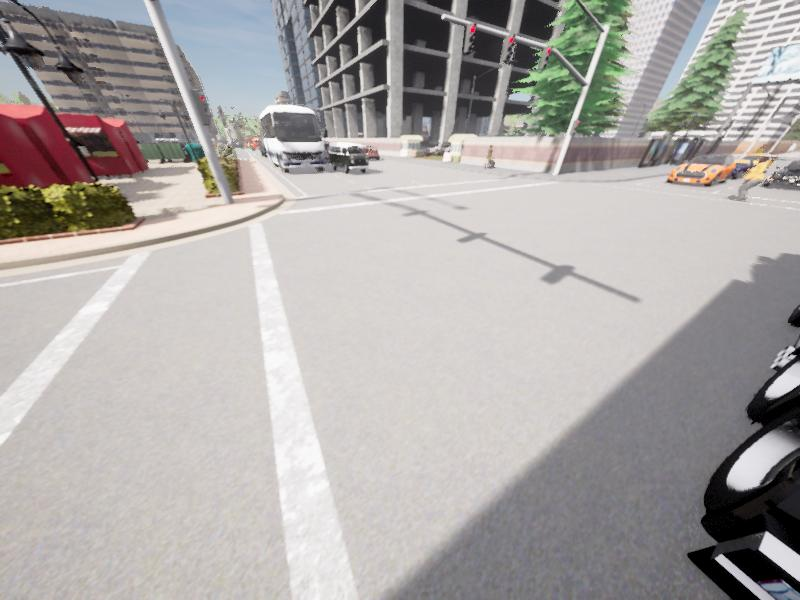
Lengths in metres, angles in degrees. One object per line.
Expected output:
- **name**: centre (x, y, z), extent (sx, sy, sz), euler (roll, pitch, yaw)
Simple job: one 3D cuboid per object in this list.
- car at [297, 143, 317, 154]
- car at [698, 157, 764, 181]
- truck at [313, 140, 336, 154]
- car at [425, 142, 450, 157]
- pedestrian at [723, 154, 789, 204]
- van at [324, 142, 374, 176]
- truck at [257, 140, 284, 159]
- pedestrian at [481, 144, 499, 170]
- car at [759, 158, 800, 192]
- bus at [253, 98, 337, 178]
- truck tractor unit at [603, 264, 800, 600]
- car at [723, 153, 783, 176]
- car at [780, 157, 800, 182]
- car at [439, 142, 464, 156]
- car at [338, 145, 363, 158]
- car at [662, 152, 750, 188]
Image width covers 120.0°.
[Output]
- **car**: centre (-17.434, -28.302, 43.119), extent (2.152, 1.651, 5.027), euler (-18, 39, -25)
- **car**: centre (26.349, -10.496, 18.392), extent (4.718, 1.301, 1.895), euler (-18, 39, -24)
- **truck**: centre (-14.810, -29.879, 45.010), extent (2.390, 2.098, 6.274), euler (-18, 39, -25)
- **car**: centre (5.923, -24.324, 37.217), extent (1.905, 1.878, 3.866), euler (-18, 39, -24)
- **pedestrian**: centre (15.763, -5.389, 10.322), extent (0.751, 1.860, 0.751), euler (-28, 44, -35)
- **van**: centre (-4.193, -11.463, 18.635), extent (2.069, 2.038, 4.480), euler (-21, 40, -28)
- **truck**: centre (-18.863, -21.996, 33.584), extent (2.390, 2.098, 6.274), euler (-18, 39, -25)
- **pedestrian**: centre (7.722, -12.362, 19.936), extent (0.751, 1.860, 0.751), euler (-10, 36, -15)
- **car**: centre (25.048, -7.859, 14.398), extent (4.892, 1.490, 1.837), euler (-18, 39, -25)
- **bus**: centre (-9.200, -13.533, 19.613), extent (3.944, 4.253, 10.273), euler (-18, 39, -25)
- **truck tractor unit**: centre (5.112, -0.296, 0.797), extent (6.516, 4.208, 3.053), euler (-18, 39, -24)
- **car**: centre (32.361, -12.523, 21.183), extent (5.008, 1.535, 1.882), euler (-18, 39, -24)
- **car**: centre (31.299, -9.866, 17.375), extent (4.892, 1.490, 1.837), euler (-18, 39, -24)
- **car**: centre (8.472, -25.144, 38.434), extent (1.905, 1.878, 3.866), euler (-18, 39, -24)
- **car**: centre (-7.502, -22.464, 34.903), extent (1.882, 1.535, 5.008), euler (-18, 39, -25)
- **car**: centre (20.277, -8.753, 15.360), extent (4.553, 1.767, 2.097), euler (-18, 39, -24)
